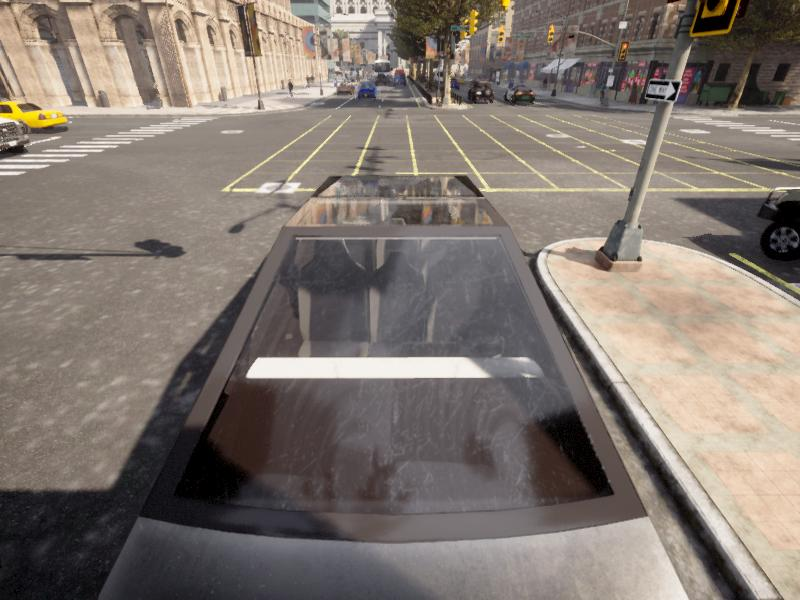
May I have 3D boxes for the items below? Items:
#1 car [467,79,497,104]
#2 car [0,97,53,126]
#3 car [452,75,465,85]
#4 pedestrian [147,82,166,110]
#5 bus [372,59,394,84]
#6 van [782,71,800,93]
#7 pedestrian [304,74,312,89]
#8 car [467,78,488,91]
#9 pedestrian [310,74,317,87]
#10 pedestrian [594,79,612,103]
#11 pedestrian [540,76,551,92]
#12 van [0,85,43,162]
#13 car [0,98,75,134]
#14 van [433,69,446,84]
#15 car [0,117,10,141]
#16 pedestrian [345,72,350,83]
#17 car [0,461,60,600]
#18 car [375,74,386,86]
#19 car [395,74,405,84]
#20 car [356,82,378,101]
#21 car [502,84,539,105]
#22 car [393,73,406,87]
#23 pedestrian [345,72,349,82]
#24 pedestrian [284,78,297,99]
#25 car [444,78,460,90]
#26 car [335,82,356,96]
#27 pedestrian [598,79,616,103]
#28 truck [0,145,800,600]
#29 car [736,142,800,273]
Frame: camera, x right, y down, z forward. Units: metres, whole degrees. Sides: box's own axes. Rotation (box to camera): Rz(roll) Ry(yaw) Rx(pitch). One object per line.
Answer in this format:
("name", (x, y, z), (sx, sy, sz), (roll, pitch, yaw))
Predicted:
("car", (7.976, -20.546, 39.370), (1.932, 1.855, 4.605), (0, 31, 0))
("car", (-24.663, -11.377, 24.129), (5.357, 1.411, 2.033), (0, 30, -1))
("car", (11.472, -43.659, 79.273), (1.801, 1.575, 5.366), (0, 30, 0))
("pedestrian", (-18.498, -15.543, 30.452), (0.751, 1.860, 0.751), (-13, 33, -22))
("bus", (-3.404, -47.496, 83.156), (3.944, 4.253, 10.273), (0, 30, 0))
("van", (53.059, -27.966, 51.360), (1.988, 2.561, 5.915), (0, 30, 0))
("pedestrian", (-13.678, -32.521, 59.540), (0.751, 1.860, 0.751), (1, 30, 2))
("car", (11.424, -31.941, 59.247), (2.128, 1.511, 4.902), (0, 30, 0))
("pedestrian", (-13.815, -34.891, 63.600), (0.751, 1.860, 0.751), (0, 30, 0))
("pedestrian", (18.206, -18.690, 35.849), (0.751, 1.860, 0.751), (-5, 31, -8))
("pedestrian", (18.538, -27.527, 50.987), (0.751, 1.860, 0.751), (-1, 30, -2))
("van", (-17.860, -6.546, 14.828), (6.366, 2.431, 2.351), (0, 30, 0))
("car", (-20.777, -9.703, 21.073), (5.366, 1.575, 1.801), (0, 30, 0))
("van", (7.977, -45.564, 81.511), (1.988, 2.561, 5.915), (0, 30, 0))
("car", (-21.323, -7.915, 18.061), (4.974, 1.542, 2.038), (0, 30, 0))
("pedestrian", (-10.819, -45.849, 82.373), (0.751, 1.860, 0.751), (-22, 37, -32))
("car", (-3.524, 2.243, 0.821), (1.994, 1.385, 4.181), (0, 30, 0))
("car", (-3.527, -40.645, 73.784), (1.905, 1.878, 3.866), (0, 30, 0))
("car", (-0.025, -44.970, 81.409), (1.930, 1.638, 5.238), (0, 30, 0))
("car", (-3.448, -22.236, 42.591), (1.882, 1.535, 5.008), (0, 30, 0))
("car", (11.477, -19.883, 38.567), (2.038, 1.542, 4.974), (0, 30, 0))
("car", (-0.026, -38.047, 69.156), (2.150, 2.045, 5.566), (0, 30, 0))
("pedestrian", (-11.021, -46.206, 82.983), (0.751, 1.860, 0.751), (-3, 30, -5))
("pedestrian", (-10.975, -21.259, 40.247), (0.751, 1.860, 0.751), (11, 32, 18))
("car", (7.956, -33.056, 61.183), (1.816, 1.474, 4.193), (0, 30, 0))
("car", (-6.774, -26.479, 50.088), (1.895, 1.301, 4.718), (0, 30, 0))
("pedestrian", (18.961, -19.155, 36.645), (0.751, 1.860, 0.751), (-15, 33, -24))
("truck", (-0.025, 0.179, 3.673), (2.390, 2.098, 6.274), (0, 30, 0))
("car", (7.793, -0.794, 5.532), (1.932, 1.855, 4.605), (-2, 31, -4))
